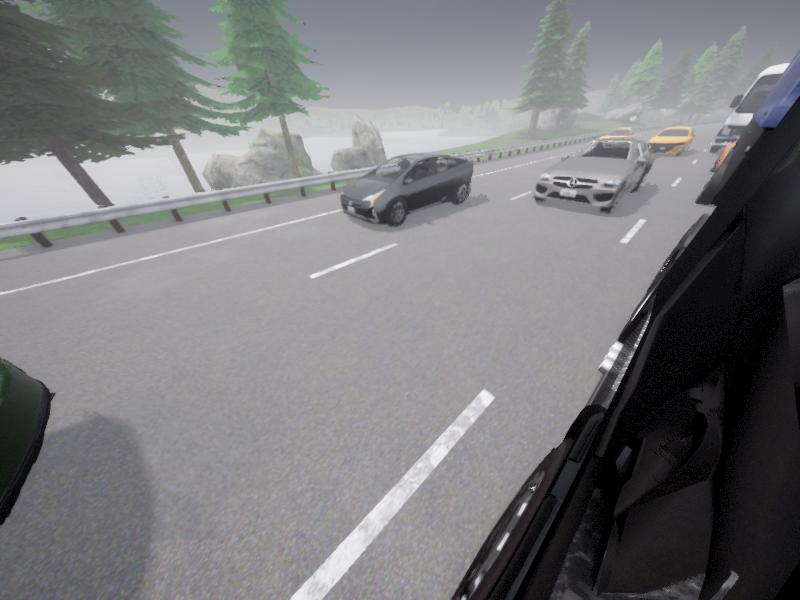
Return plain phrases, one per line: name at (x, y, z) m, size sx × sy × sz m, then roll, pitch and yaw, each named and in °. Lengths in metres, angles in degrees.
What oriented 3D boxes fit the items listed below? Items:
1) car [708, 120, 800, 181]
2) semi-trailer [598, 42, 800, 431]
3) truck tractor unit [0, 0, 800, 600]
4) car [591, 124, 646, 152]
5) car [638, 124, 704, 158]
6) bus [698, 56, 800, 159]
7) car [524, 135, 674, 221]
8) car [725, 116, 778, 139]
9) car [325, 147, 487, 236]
car at (15.669, -6.587, 9.967) m, size 4.553 × 1.767 × 2.097 m, roll -29°, pitch 44°, yaw -31°
semi-trailer at (8.687, -3.611, 4.242) m, size 14.254 × 4.402 × 2.717 m, roll -28°, pitch 44°, yaw -30°
truck tractor unit at (2.645, -0.295, 0.352) m, size 6.516 × 4.208 × 3.053 m, roll -28°, pitch 44°, yaw -30°
car at (18.220, -13.524, 19.219) m, size 5.366 × 1.575 × 1.801 m, roll -29°, pitch 44°, yaw -31°
car at (18.294, -10.751, 15.562) m, size 5.008 × 1.535 × 1.882 m, roll -29°, pitch 44°, yaw -31°
bus at (24.126, -12.209, 14.893) m, size 10.273 × 4.253 × 3.944 m, roll -29°, pitch 44°, yaw -31°
car at (6.589, -4.280, 7.588) m, size 5.027 × 1.651 × 2.152 m, roll -29°, pitch 44°, yaw -31°
car at (35.304, -17.421, 23.301) m, size 4.611 × 1.667 × 2.242 m, roll -28°, pitch 44°, yaw -30°
car at (0.384, -3.589, 7.123) m, size 4.514 × 1.525 × 2.007 m, roll -29°, pitch 44°, yaw -31°
